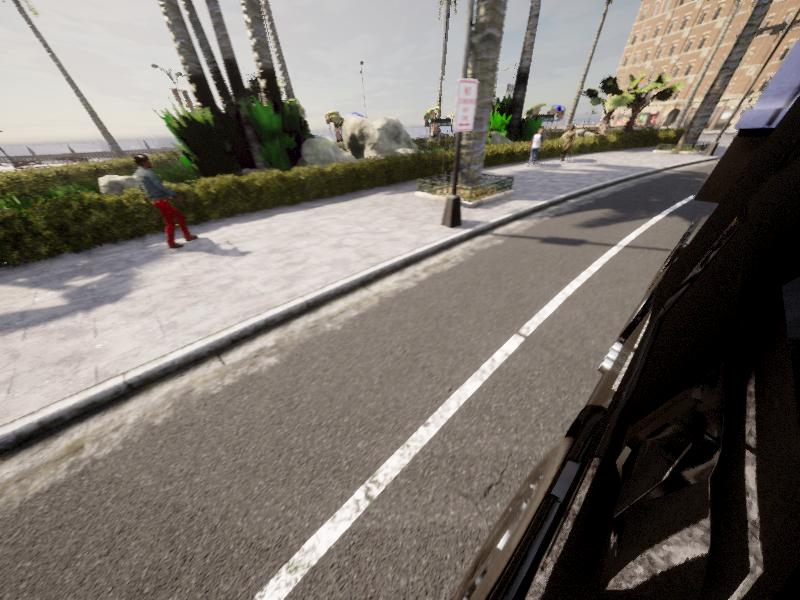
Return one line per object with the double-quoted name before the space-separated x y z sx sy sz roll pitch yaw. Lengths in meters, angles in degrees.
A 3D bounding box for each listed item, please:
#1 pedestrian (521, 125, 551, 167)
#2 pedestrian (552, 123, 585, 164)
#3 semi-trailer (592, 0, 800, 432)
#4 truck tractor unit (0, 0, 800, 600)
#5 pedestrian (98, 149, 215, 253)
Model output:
"pedestrian" 7.456 -8.432 12.711 0.751 1.860 0.751 27 46 34
"pedestrian" 9.719 -9.031 13.380 0.751 1.860 0.751 -24 42 -26
"semi-trailer" 9.083 -3.296 3.831 14.254 4.402 2.717 -23 41 -25
"truck tractor unit" 2.645 -0.295 0.351 6.516 4.208 3.053 -28 44 -30
"pedestrian" -5.011 -2.073 4.908 0.751 1.860 0.751 17 41 24
